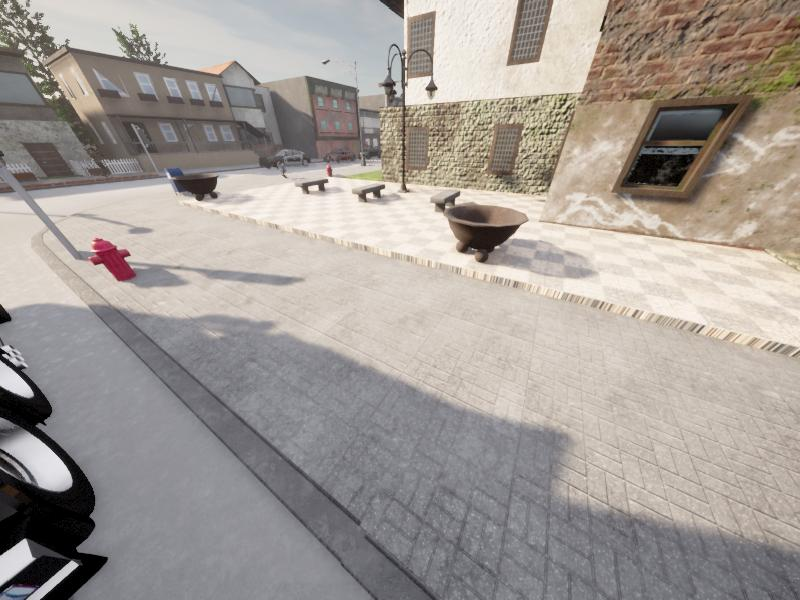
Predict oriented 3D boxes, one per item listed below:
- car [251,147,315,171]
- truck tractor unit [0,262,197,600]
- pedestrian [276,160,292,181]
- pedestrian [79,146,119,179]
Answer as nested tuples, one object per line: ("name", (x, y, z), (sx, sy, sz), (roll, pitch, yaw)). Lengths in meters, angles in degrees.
("car", (-11.194, -13.892, 22.586), (1.930, 1.638, 5.238), (18, 39, 24))
("truck tractor unit", (-5.108, -0.303, 0.784), (6.516, 4.208, 3.053), (18, 39, 24))
("pedestrian", (-7.322, -8.208, 14.632), (0.500, 1.100, 0.500), (29, 44, 35))
("pedestrian", (-20.405, -9.328, 15.682), (0.751, 1.860, 0.751), (19, 39, 25))
